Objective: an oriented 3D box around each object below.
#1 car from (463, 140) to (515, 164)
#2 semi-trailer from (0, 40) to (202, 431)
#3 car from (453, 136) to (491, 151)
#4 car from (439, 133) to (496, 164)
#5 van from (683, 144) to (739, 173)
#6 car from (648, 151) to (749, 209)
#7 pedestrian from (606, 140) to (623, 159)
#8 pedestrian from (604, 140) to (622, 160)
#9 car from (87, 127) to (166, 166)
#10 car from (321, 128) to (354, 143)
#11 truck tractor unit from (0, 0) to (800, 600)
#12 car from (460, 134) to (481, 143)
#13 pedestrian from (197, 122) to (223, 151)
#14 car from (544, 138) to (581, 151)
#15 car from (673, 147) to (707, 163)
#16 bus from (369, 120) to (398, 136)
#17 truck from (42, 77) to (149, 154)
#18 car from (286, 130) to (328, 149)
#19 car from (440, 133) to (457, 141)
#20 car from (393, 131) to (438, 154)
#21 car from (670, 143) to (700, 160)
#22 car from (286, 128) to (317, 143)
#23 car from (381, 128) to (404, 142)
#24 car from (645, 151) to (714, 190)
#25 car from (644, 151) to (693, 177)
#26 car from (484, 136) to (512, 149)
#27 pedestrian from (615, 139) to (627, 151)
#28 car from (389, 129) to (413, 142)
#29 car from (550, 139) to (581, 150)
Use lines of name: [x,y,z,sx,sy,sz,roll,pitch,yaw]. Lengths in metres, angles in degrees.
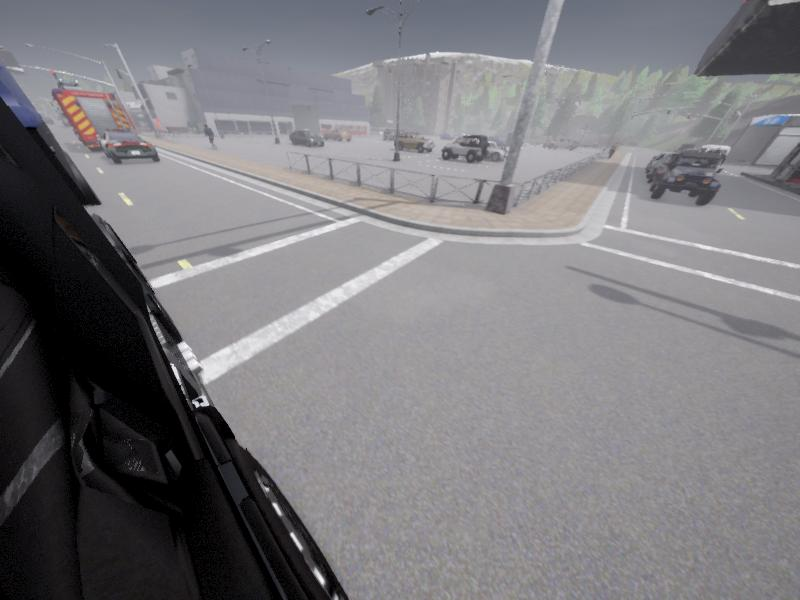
car: [8.127,-13.717,21.308,3.806,1.475,1.970,28,44,30]
semi-trailer: [-8.728,-3.572,4.217,14.254,4.402,2.717,28,44,30]
car: [10.150,-22.390,32.938,4.514,1.523,2.007,28,44,30]
car: [5.535,-12.727,19.357,3.866,1.878,1.905,28,44,30]
van: [30.762,-14.202,23.038,2.069,2.038,4.480,28,44,30]
car: [13.891,-5.940,11.126,1.905,1.878,3.866,28,44,30]
pedestrian: [26.658,-18.736,28.732,0.751,1.860,0.751,27,43,29]
pedestrian: [24.741,-17.399,26.831,0.751,1.860,0.751,27,43,29]
car: [-16.383,-9.249,13.794,4.974,1.542,2.038,28,44,30]
car: [-9.687,-25.734,36.032,5.027,1.636,2.152,28,44,30]
truck tractor unit: [-2.645,-0.295,0.351,6.516,4.208,3.053,28,44,30]
car: [15.872,-36.451,52.247,3.806,1.475,1.970,28,44,30]
pedestrian: [-15.624,-13.484,19.053,0.751,1.860,0.751,18,39,19]
car: [30.078,-28.863,42.811,5.027,1.636,2.152,28,44,30]
car: [39.189,-19.717,31.343,2.007,1.525,4.514,28,44,30]
bus: [-6.130,-62.172,83.315,10.273,4.253,3.944,27,43,30]
truck: [-23.155,-13.796,17.577,8.468,3.827,2.891,28,44,30]
car: [-10.514,-18.186,26.116,4.514,1.523,2.007,28,44,30]
car: [12.100,-40.781,57.812,3.633,1.501,1.845,28,44,30]
car: [1.617,-17.348,25.357,4.605,1.855,1.932,28,44,30]
car: [43.397,-22.712,35.293,1.905,1.878,3.866,28,44,30]
car: [-13.561,-22.711,31.891,3.806,1.475,1.970,28,44,30]
car: [-1.472,-31.435,44.014,3.866,1.878,1.905,28,44,30]
car: [18.058,-8.663,15.233,2.033,1.649,4.856,28,44,30]
car: [22.141,-11.375,19.228,1.970,1.475,3.806,28,44,30]
car: [16.596,-26.761,39.200,3.633,1.501,1.845,28,44,30]
pedestrian: [44.779,-31.395,46.733,0.751,1.860,0.751,5,37,3]
car: [0.076,-32.866,46.055,4.605,1.855,1.932,28,44,30]
car: [32.051,-30.260,44.811,4.514,1.523,2.007,28,44,30]
